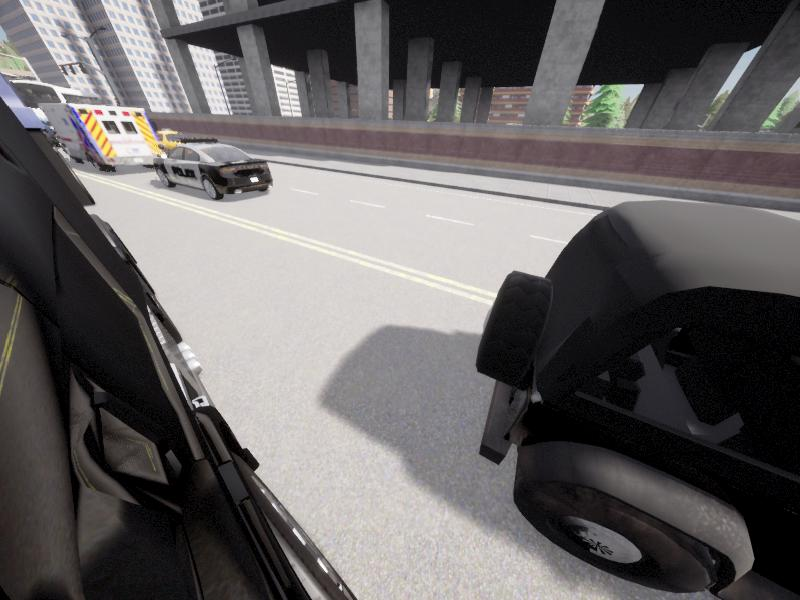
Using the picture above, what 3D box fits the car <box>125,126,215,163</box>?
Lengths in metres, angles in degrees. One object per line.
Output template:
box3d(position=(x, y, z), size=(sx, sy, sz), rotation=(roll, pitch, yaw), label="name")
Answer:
box3d(position=(-14.744, -10.042, 14.836), size=(5.366, 1.575, 1.801), rotation=(20, 40, 21), label="car")

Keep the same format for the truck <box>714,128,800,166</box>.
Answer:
box3d(position=(48.827, -21.141, 31.735), size=(2.891, 3.827, 8.468), rotation=(20, 40, 21), label="truck")

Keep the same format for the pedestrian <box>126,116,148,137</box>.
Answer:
box3d(position=(-30.235, -19.917, 26.548), size=(0.751, 1.860, 0.751), rotation=(20, 40, 22), label="pedestrian")

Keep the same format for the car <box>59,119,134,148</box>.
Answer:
box3d(position=(-24.953, -13.723, 19.041), size=(4.611, 1.667, 2.242), rotation=(19, 40, 22), label="car")

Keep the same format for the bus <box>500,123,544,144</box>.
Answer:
box3d(position=(35.121, -48.134, 66.729), size=(10.273, 4.253, 3.944), rotation=(20, 40, 22), label="bus")

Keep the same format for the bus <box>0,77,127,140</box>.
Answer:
box3d(position=(-35.797, -20.517, 25.294), size=(3.944, 4.253, 10.273), rotation=(-14, 39, -25), label="bus")

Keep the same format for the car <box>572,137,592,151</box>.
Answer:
box3d(position=(31.949, -27.598, 40.706), size=(1.905, 1.878, 3.866), rotation=(20, 40, 21), label="car")

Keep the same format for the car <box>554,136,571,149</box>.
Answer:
box3d(position=(29.372, -28.523, 41.781), size=(1.905, 1.878, 3.866), rotation=(20, 40, 21), label="car")

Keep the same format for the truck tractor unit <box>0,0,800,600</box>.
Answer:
box3d(position=(-2.645, -0.295, 0.351), size=(6.516, 4.208, 3.053), rotation=(28, 44, 30), label="truck tractor unit")

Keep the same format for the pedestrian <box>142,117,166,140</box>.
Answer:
box3d(position=(-25.232, -17.584, 23.741), size=(0.751, 1.860, 0.751), rotation=(8, 37, 7), label="pedestrian")

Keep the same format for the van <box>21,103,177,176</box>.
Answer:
box3d(position=(-14.662, -7.972, 11.363), size=(6.366, 2.431, 2.351), rotation=(20, 40, 21), label="van")

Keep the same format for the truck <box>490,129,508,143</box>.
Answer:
box3d(position=(23.509, -38.790, 54.719), size=(2.615, 2.467, 5.204), rotation=(20, 40, 21), label="truck")

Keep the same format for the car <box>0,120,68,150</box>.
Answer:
box3d(position=(-27.330, -12.120, 16.883), size=(4.902, 1.511, 2.128), rotation=(20, 40, 21), label="car")

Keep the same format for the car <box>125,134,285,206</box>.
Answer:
box3d(position=(-7.058, -4.937, 8.437), size=(5.238, 1.638, 1.930), rotation=(20, 40, 21), label="car")

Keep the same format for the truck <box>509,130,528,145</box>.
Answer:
box3d(position=(27.286, -37.434, 53.143), size=(2.615, 2.467, 5.204), rotation=(20, 40, 21), label="truck")

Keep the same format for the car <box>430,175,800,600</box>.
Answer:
box3d(position=(2.425, 0.734, 1.235), size=(3.866, 1.878, 1.905), rotation=(20, 40, 21), label="car")

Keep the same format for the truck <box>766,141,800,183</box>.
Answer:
box3d(position=(30.283, -9.472, 16.077), size=(2.627, 2.467, 5.204), rotation=(20, 40, 21), label="truck")

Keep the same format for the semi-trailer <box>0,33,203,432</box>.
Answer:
box3d(position=(-8.775, -3.551, 4.153), size=(14.254, 4.402, 2.717), rotation=(27, 43, 29), label="semi-trailer")
